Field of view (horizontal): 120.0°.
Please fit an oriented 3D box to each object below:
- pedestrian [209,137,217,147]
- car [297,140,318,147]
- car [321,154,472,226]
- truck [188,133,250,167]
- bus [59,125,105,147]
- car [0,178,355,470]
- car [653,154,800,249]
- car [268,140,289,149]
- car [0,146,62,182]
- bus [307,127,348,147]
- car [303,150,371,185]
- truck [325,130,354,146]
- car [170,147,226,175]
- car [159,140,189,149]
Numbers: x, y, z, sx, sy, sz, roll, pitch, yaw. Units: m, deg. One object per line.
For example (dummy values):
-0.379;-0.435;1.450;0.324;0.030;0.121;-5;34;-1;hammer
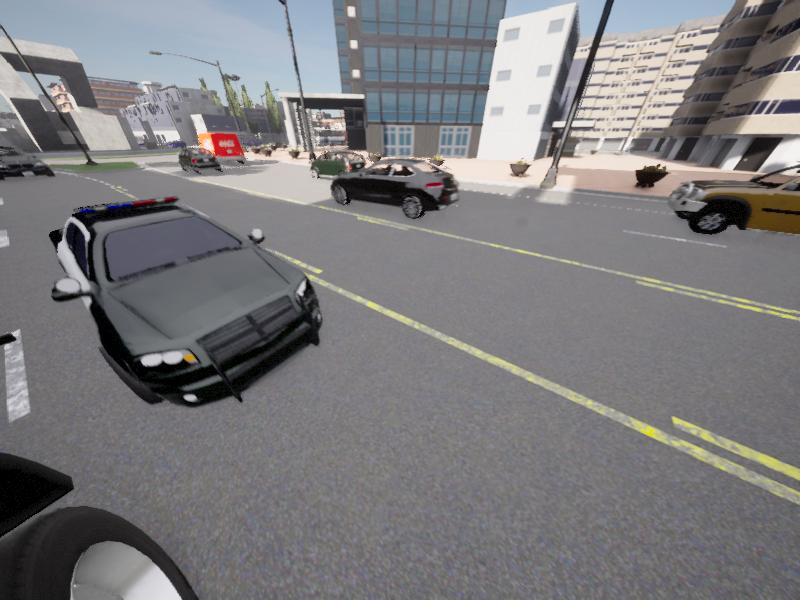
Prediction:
-45.436;-38.442;56.160;0.751;1.860;0.751;-6;36;-8;pedestrian
-25.465;-43.289;63.806;1.837;1.490;4.892;21;40;27;car
-0.273;-4.327;8.637;5.027;1.651;2.152;22;40;27;car
-17.260;-14.419;22.080;5.204;2.467;2.627;26;43;32;truck
-80.772;-41.689;58.690;10.273;4.253;3.944;21;40;27;bus
-3.251;-0.538;3.312;4.974;1.542;2.038;23;41;28;car
10.439;-2.584;6.032;4.605;1.855;1.932;21;41;27;car
-28.107;-36.066;53.515;1.851;1.617;3.988;10;36;13;car
-24.496;-8.627;14.498;4.611;1.667;2.242;16;38;21;car
-19.942;-45.628;64.777;3.944;4.253;10.273;21;40;27;bus
-3.844;-8.245;14.222;3.705;1.549;1.789;21;40;27;car
-18.489;-50.181;71.620;2.891;3.827;8.468;21;40;27;truck
-15.045;-10.402;17.190;3.705;1.549;1.789;24;42;30;car
-48.444;-33.406;49.613;4.193;1.474;1.816;0;35;0;car
